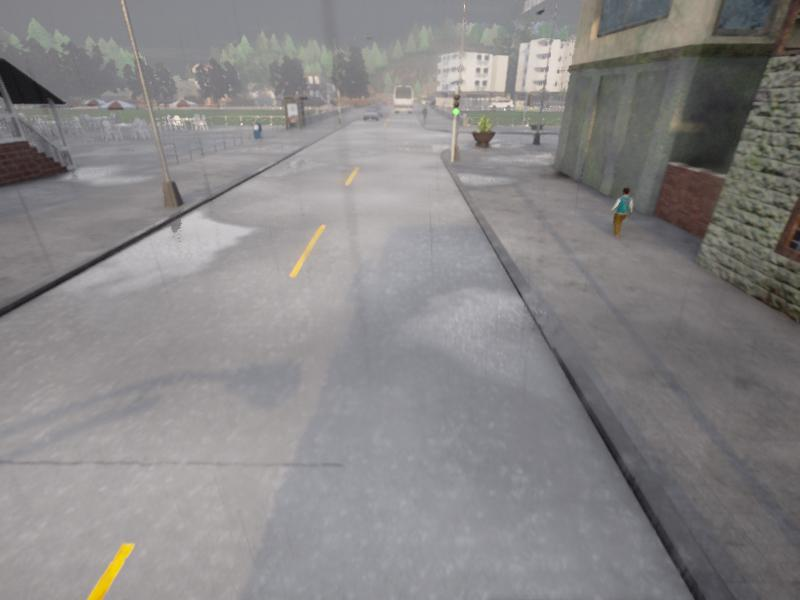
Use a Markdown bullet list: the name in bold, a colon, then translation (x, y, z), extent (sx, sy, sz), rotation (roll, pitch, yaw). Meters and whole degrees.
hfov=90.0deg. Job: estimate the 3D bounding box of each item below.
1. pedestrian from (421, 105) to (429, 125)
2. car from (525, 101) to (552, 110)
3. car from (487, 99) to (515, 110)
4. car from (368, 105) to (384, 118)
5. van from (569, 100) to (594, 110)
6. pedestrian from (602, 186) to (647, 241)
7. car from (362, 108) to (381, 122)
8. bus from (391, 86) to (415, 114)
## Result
- **pedestrian**: translation (2.627, -19.426, 42.021), extent (0.751, 1.860, 0.751), rotation (2, 27, 4)
- **car**: translation (31.340, -43.995, 90.518), extent (5.238, 1.638, 1.930), rotation (0, 27, 0)
- **car**: translation (22.876, -44.233, 90.471), extent (5.566, 2.045, 2.150), rotation (0, 27, 0)
- **car**: translation (-3.502, -27.448, 58.213), extent (2.007, 1.525, 4.514), rotation (0, 27, 0)
- **van**: translation (40.976, -44.079, 90.382), extent (4.442, 1.987, 1.775), rotation (0, 27, 0)
- **pedestrian**: translation (4.969, -1.930, 8.911), extent (0.500, 1.100, 0.500), rotation (3, 27, 6)
- **car**: translation (-3.561, -23.420, 50.536), extent (2.033, 1.411, 5.357), rotation (0, 27, 0)
- **bus**: translation (0.501, -35.497, 70.892), extent (3.944, 4.253, 10.273), rotation (0, 27, 0)
